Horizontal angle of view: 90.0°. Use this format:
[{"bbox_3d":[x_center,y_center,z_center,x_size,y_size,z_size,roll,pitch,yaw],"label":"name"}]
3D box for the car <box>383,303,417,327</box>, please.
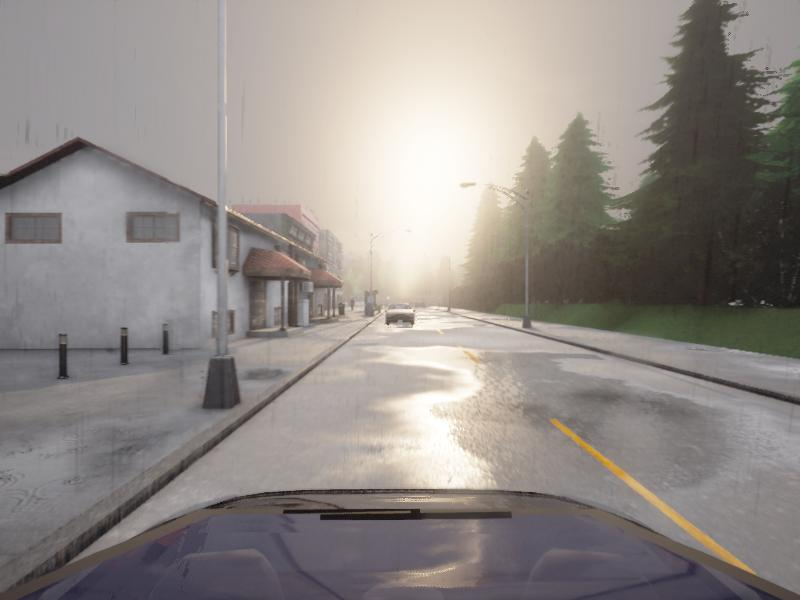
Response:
[{"bbox_3d":[0.007,0.904,26.823,2.033,1.411,5.357,0,0,0],"label":"car"}]
